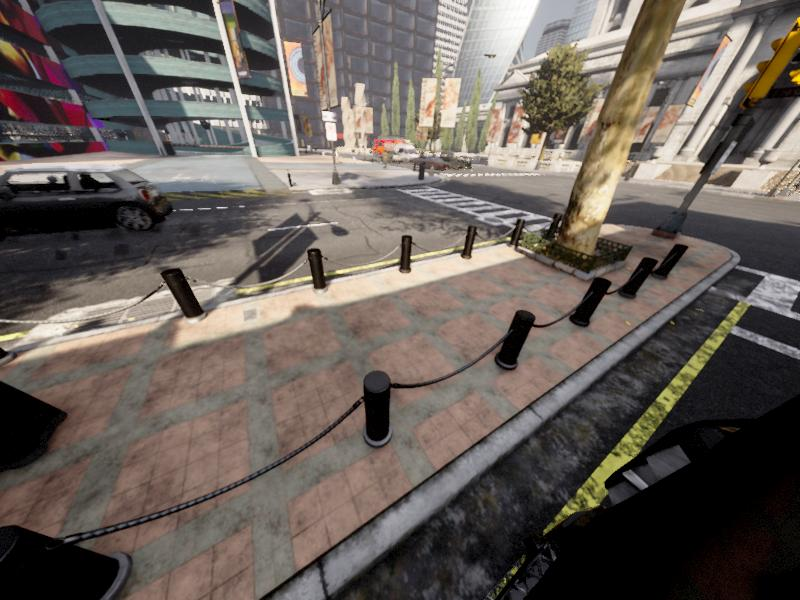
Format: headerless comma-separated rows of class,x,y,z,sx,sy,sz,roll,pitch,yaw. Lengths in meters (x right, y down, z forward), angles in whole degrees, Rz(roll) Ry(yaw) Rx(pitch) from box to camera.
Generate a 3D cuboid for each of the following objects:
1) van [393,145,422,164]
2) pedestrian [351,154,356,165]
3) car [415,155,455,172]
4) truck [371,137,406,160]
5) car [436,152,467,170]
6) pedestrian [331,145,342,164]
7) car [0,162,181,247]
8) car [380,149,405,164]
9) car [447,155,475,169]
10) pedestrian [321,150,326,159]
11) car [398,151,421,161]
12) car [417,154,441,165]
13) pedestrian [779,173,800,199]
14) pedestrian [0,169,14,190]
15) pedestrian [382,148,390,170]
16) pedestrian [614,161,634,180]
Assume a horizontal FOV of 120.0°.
van,1.132,-24.764,39.241,1.988,2.561,5.915,-16,38,-26
pedestrian,-5.713,-17.458,28.626,0.500,1.100,0.500,-6,35,-14
car,4.242,-17.337,29.288,2.033,1.411,5.357,-16,38,-26
truck,-2.560,-32.104,48.886,2.891,3.827,8.468,-21,40,-32
car,6.881,-18.817,31.284,1.905,1.878,3.866,-16,38,-26
pedestrian,-7.533,-17.159,27.341,0.751,1.860,0.751,-24,42,-34
car,-8.408,-2.485,5.735,3.806,1.475,1.970,-16,38,-26
car,-1.241,-22.956,36.922,1.932,1.855,4.605,-16,37,-26
car,8.931,-20.490,34.286,1.789,1.549,3.705,-16,38,-26
pedestrian,-11.983,-22.816,36.236,0.500,1.100,0.500,-12,36,-22
car,1.944,-30.822,49.401,2.128,1.511,4.902,-19,39,-30
car,4.938,-24.325,39.941,1.994,1.385,4.181,-16,38,-26
pedestrian,31.274,-9.024,18.113,0.751,1.860,0.751,-22,41,-33
pedestrian,-15.486,-5.026,8.351,0.751,1.860,0.751,29,41,34
pedestrian,-1.527,-14.878,24.365,0.751,1.860,0.751,-4,34,-11
pedestrian,26.049,-15.082,26.863,0.751,1.860,0.751,-16,38,-26
